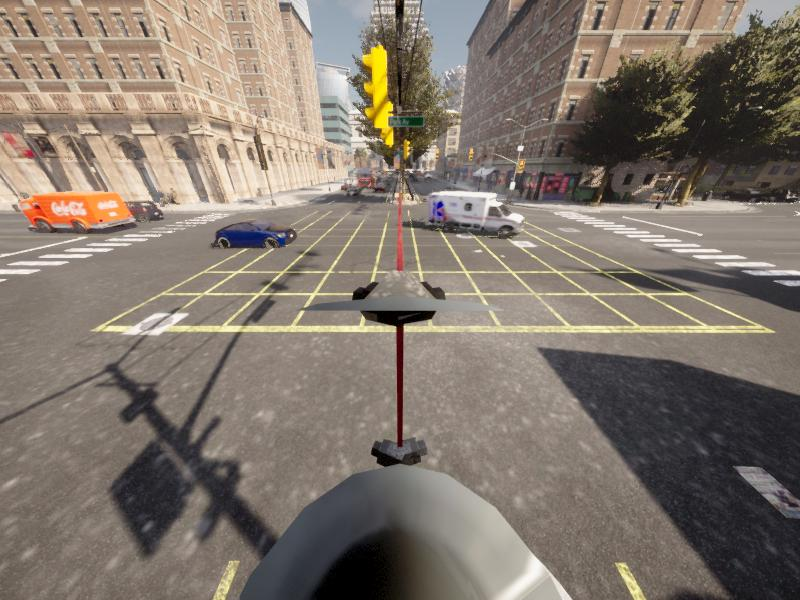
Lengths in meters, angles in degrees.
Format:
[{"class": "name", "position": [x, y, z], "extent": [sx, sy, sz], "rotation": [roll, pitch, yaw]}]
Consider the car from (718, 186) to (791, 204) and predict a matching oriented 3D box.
[{"class": "car", "position": [45.895, -13.762, 30.202], "extent": [1.930, 1.638, 5.238], "rotation": [5, 30, 8]}]

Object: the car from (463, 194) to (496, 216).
[{"class": "car", "position": [7.883, -9.728, 23.410], "extent": [1.812, 1.442, 4.674], "rotation": [0, 30, 0]}]

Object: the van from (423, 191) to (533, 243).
[{"class": "van", "position": [5.029, -5.892, 15.783], "extent": [6.366, 2.431, 2.351], "rotation": [18, 35, 28]}]

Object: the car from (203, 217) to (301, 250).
[{"class": "car", "position": [-8.352, -3.918, 13.422], "extent": [4.181, 1.385, 1.994], "rotation": [0, 30, 0]}]

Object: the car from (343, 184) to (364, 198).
[{"class": "car", "position": [-7.077, -16.813, 35.615], "extent": [2.128, 1.511, 4.902], "rotation": [0, 30, 0]}]

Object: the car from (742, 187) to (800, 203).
[{"class": "car", "position": [49.521, -13.971, 30.675], "extent": [1.851, 1.617, 3.988], "rotation": [0, 30, 0]}]

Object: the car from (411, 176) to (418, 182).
[{"class": "car", "position": [4.535, -37.302, 71.139], "extent": [1.816, 1.474, 4.193], "rotation": [0, 30, 0]}]

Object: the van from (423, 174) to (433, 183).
[{"class": "van", "position": [8.021, -34.887, 66.390], "extent": [2.069, 2.038, 4.480], "rotation": [0, 30, 0]}]

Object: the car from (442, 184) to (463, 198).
[{"class": "car", "position": [7.938, -16.844, 35.655], "extent": [2.038, 1.542, 4.974], "rotation": [0, 30, 0]}]

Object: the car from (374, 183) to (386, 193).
[{"class": "car", "position": [-3.557, -20.256, 41.794], "extent": [1.895, 1.301, 4.718], "rotation": [0, 30, 0]}]

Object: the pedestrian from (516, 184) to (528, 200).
[{"class": "pedestrian", "position": [16.002, -14.192, 30.374], "extent": [0.751, 1.860, 0.751], "rotation": [4, 30, 6]}]

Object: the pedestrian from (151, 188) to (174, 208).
[{"class": "pedestrian", "position": [-25.118, -10.779, 24.462], "extent": [0.751, 1.860, 0.751], "rotation": [3, 30, 5]}]

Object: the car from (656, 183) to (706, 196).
[{"class": "car", "position": [46.024, -18.238, 38.061], "extent": [2.038, 1.542, 4.974], "rotation": [0, 30, 0]}]

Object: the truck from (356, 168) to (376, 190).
[{"class": "truck", "position": [-7.039, -25.891, 49.025], "extent": [2.891, 3.827, 8.468], "rotation": [0, 30, 0]}]

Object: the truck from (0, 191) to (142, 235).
[{"class": "truck", "position": [-22.582, -6.112, 16.123], "extent": [5.204, 2.467, 2.627], "rotation": [0, 30, 0]}]

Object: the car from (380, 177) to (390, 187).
[{"class": "car", "position": [-3.516, -27.932, 54.588], "extent": [2.097, 1.767, 4.553], "rotation": [0, 30, 0]}]

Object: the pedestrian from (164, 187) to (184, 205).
[{"class": "pedestrian", "position": [-25.790, -11.913, 26.427], "extent": [0.751, 1.860, 0.751], "rotation": [5, 30, 9]}]

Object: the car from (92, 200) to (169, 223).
[{"class": "car", "position": [-22.521, -7.504, 19.472], "extent": [3.633, 1.501, 1.845], "rotation": [-1, 30, -2]}]

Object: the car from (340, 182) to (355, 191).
[{"class": "car", "position": [-10.295, -22.354, 45.417], "extent": [1.895, 1.301, 4.718], "rotation": [0, 30, 0]}]
